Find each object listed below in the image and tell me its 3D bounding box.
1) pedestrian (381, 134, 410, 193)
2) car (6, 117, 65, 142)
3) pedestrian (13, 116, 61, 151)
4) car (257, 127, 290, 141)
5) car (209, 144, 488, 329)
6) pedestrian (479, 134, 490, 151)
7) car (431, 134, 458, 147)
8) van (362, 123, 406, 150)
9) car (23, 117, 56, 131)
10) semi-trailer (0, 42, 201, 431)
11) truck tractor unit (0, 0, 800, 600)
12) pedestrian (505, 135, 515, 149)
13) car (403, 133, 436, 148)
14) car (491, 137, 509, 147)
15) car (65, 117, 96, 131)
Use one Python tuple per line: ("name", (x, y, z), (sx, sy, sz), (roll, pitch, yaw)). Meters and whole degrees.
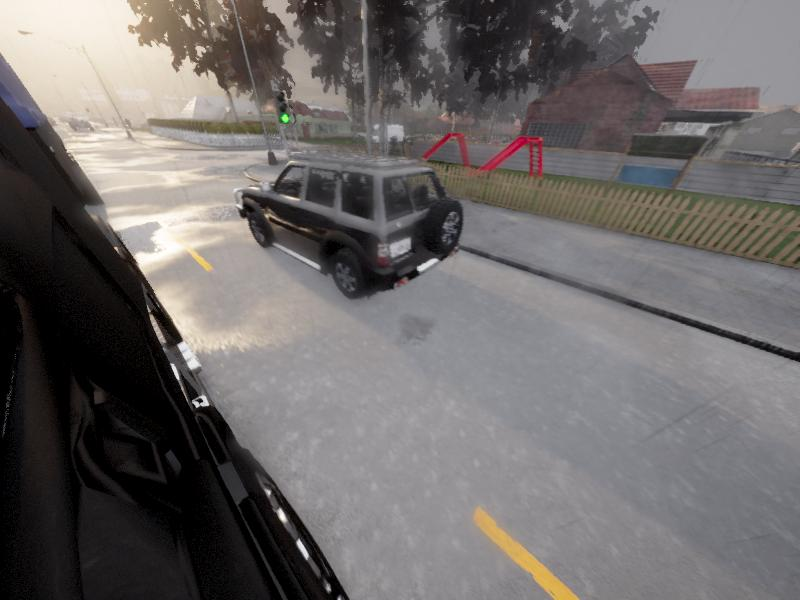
("pedestrian", (-0.206, -5.251, 8.949), (0.751, 1.860, 0.751), (28, 44, 30))
("car", (-34.125, -15.970, 21.642), (4.611, 1.667, 2.242), (26, 42, 28))
("pedestrian", (-24.795, -11.363, 15.822), (0.751, 1.860, 0.751), (13, 38, 14))
("car", (-17.111, -22.453, 31.226), (4.181, 1.381, 1.994), (28, 43, 30))
("car", (-1.193, -1.681, 4.269), (4.605, 1.855, 1.932), (26, 43, 31))
("pedestrian", (11.439, -21.243, 31.180), (0.751, 1.860, 0.751), (28, 43, 30))
("car", (7.589, -27.014, 39.155), (1.801, 1.575, 5.366), (28, 43, 30))
("van", (-1.935, -20.899, 29.544), (1.988, 2.561, 5.915), (28, 43, 30))
("car", (-52.615, -25.761, 33.790), (4.514, 1.525, 2.007), (28, 44, 30))
("semi-trailer", (-8.697, -3.590, 4.252), (14.254, 4.402, 2.717), (28, 44, 30))
("truck tractor unit", (-2.645, -0.295, 0.351), (6.516, 4.208, 3.053), (28, 44, 30))
("pedestrian", (17.926, -25.757, 37.652), (0.751, 1.860, 0.751), (28, 43, 30))
("car", (2.977, -23.886, 34.627), (2.152, 1.651, 5.027), (28, 44, 30))
("car", (20.001, -31.738, 46.321), (1.845, 1.501, 3.633), (28, 44, 30))
("car", (-51.464, -28.301, 37.199), (5.027, 1.651, 2.152), (28, 44, 30))
